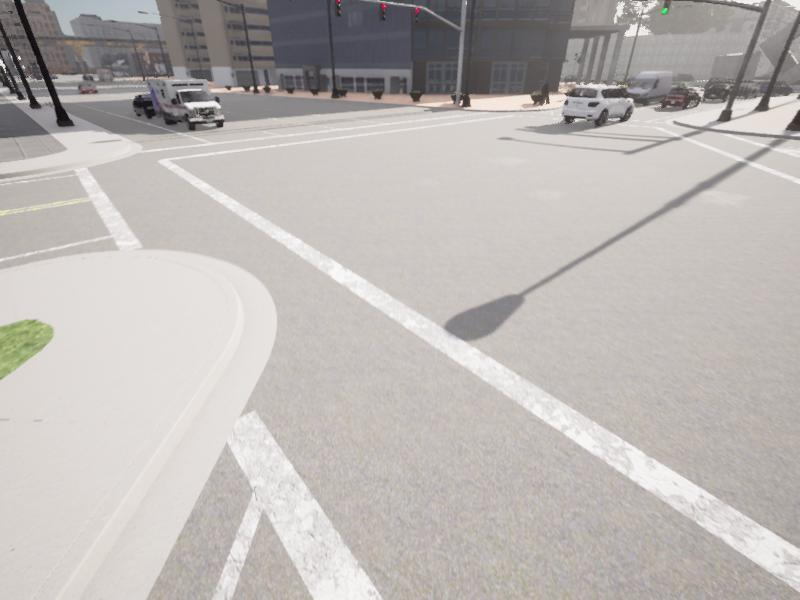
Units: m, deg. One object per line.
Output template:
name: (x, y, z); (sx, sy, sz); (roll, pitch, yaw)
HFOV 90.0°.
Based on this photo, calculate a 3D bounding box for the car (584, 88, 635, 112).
car: (16.447, -15.738, 31.380); (4.193, 1.474, 1.816); (-25, 38, -35)

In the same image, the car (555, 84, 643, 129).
car: (11.900, -11.638, 23.834); (5.566, 2.045, 2.150); (-23, 37, -35)

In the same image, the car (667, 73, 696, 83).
car: (56.629, -44.752, 80.527); (4.553, 1.767, 2.097); (-11, 32, -18)

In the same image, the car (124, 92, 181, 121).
car: (-18.029, -14.134, 29.092); (2.128, 1.511, 4.902); (-25, 38, -36)

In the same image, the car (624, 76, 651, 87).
car: (40.623, -37.488, 68.537); (2.033, 1.411, 5.357); (4, 31, 7)

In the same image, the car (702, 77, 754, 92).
car: (43.823, -28.929, 53.648); (2.242, 1.667, 4.611); (-16, 34, -25)

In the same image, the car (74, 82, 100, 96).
car: (-50.209, -33.865, 64.175); (2.242, 1.667, 4.611); (-25, 38, -36)

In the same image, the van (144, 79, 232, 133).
van: (-12.732, -11.703, 23.838); (2.351, 2.431, 6.366); (-25, 38, -36)

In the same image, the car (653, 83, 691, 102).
car: (26.914, -20.601, 39.606); (3.633, 1.501, 1.845); (-25, 39, -36)

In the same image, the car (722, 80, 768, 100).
car: (36.627, -22.341, 42.441); (5.238, 1.638, 1.930); (-21, 36, -31)

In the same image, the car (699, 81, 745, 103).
car: (31.124, -20.127, 38.674); (5.238, 1.638, 1.930); (-24, 38, -35)

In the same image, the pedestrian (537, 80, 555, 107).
pedestrian: (11.796, -16.673, 32.265); (0.751, 1.860, 0.751); (-15, 34, -24)

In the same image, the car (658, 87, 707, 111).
car: (22.921, -16.340, 32.392); (4.193, 1.474, 1.816); (-24, 38, -35)

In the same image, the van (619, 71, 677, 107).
van: (21.997, -18.736, 35.435); (5.915, 2.561, 1.988); (-25, 38, -35)

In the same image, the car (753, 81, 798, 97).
car: (42.811, -24.088, 45.575); (4.193, 1.474, 1.816); (-14, 33, -22)
